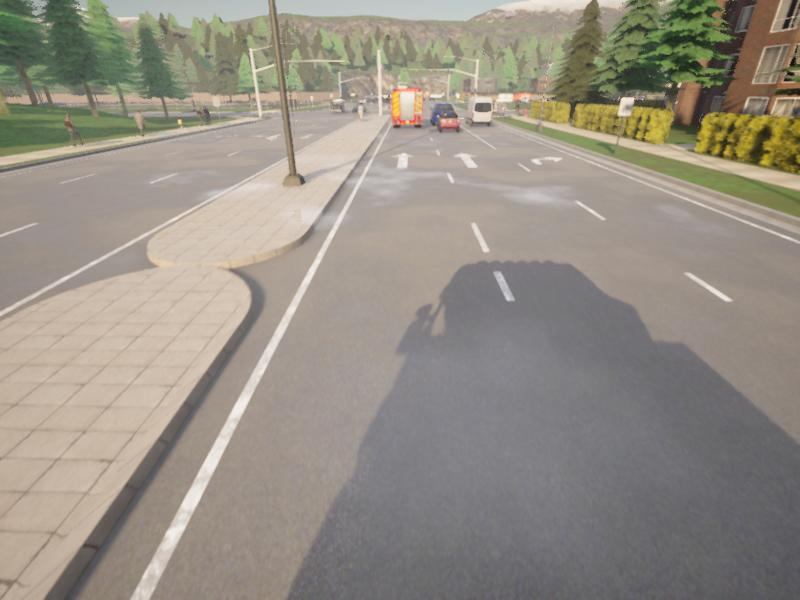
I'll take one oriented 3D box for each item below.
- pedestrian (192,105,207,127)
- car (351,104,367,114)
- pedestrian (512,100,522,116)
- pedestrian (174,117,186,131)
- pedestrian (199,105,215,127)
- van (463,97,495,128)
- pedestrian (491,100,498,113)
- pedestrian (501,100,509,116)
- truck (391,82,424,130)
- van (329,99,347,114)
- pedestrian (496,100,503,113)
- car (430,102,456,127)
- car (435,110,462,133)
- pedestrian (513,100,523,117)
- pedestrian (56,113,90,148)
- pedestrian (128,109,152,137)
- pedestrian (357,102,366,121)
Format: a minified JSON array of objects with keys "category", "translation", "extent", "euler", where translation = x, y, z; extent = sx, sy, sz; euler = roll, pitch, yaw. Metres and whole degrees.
[{"category":"pedestrian","translation":[-19.094,-17.575,38.206],"extent":[0.751,1.860,0.751],"euler":[-5,28,-8]},{"category":"car","translation":[-6.545,-30.772,64.335],"extent":[1.994,1.385,4.181],"euler":[1,27,2]},{"category":"pedestrian","translation":[14.864,-24.352,50.785],"extent":[0.751,1.860,0.751],"euler":[-1,27,-1]},{"category":"pedestrian","translation":[-18.685,-14.970,34.012],"extent":[0.500,1.100,0.500],"euler":[-1,27,-1]},{"category":"pedestrian","translation":[-18.514,-17.676,38.393],"extent":[0.751,1.860,0.751],"euler":[20,34,34]},{"category":"van","translation":[7.735,-18.722,39.702],"extent":[1.988,2.561,5.915],"euler":[0,27,1]},{"category":"pedestrian","translation":[14.650,-29.940,61.868],"extent":[0.751,1.860,0.751],"euler":[0,27,1]},{"category":"pedestrian","translation":[13.554,-24.834,51.732],"extent":[0.751,1.860,0.751],"euler":[3,28,7]},{"category":"truck","translation":[0.726,-19.191,39.313],"extent":[2.891,3.827,8.468],"euler":[0,28,1]},{"category":"van","translation":[-10.023,-31.389,64.873],"extent":[2.069,2.038,4.480],"euler":[1,27,2]},{"category":"pedestrian","translation":[15.416,-29.992,61.962],"extent":[0.751,1.860,0.751],"euler":[-4,28,-7]},{"category":"car","translation":[4.239,-18.753,40.348],"extent":[2.150,2.045,5.566],"euler":[0,28,1]},{"category":"car","translation":[4.092,-15.269,34.122],"extent":[1.851,1.617,3.988],"euler":[0,27,1]},{"category":"pedestrian","translation":[14.615,-23.756,49.643],"extent":[0.751,1.860,0.751],"euler":[1,27,2]},{"category":"pedestrian","translation":[-19.545,-10.149,23.926],"extent":[0.751,1.860,0.751],"euler":[1,27,3]},{"category":"pedestrian","translation":[-19.235,-13.133,29.662],"extent":[0.751,1.860,0.751],"euler":[0,27,1]},{"category":"pedestrian","translation":[-4.319,-20.960,44.534],"extent":[0.751,1.860,0.751],"euler":[3,28,7]}]
